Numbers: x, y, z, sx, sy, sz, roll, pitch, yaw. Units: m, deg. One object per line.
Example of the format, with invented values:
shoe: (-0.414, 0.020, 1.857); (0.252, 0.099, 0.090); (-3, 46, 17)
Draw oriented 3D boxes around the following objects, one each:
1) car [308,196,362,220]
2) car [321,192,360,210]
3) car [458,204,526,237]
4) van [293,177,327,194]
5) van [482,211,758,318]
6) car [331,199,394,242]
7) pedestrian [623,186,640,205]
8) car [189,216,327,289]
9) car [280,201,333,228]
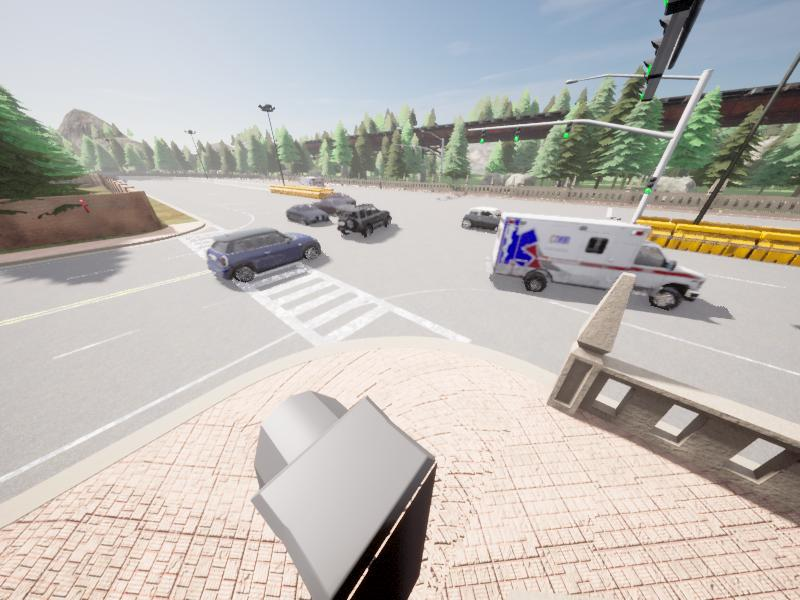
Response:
car: (-6.208, -8.781, 21.820); (5.357, 1.411, 2.033); (23, 37, 34)
car: (-6.807, -11.306, 26.220); (4.181, 1.385, 1.994); (23, 37, 34)
car: (6.453, -5.744, 16.478); (3.806, 1.475, 1.970); (23, 37, 34)
van: (-15.843, -20.210, 40.583); (6.366, 2.431, 2.351); (23, 37, 34)
van: (6.582, -1.616, 8.404); (6.366, 2.431, 2.351); (12, 27, 17)
car: (-2.336, -5.675, 15.962); (1.932, 1.855, 4.605); (13, 33, 21)
pedestrian: (26.708, -12.073, 26.703); (0.751, 1.860, 0.751); (23, 37, 34)
car: (-5.936, -2.410, 10.386); (2.097, 1.767, 4.553); (20, 35, 30)
car: (-7.661, -7.093, 18.921); (4.181, 1.385, 1.994); (23, 37, 34)
